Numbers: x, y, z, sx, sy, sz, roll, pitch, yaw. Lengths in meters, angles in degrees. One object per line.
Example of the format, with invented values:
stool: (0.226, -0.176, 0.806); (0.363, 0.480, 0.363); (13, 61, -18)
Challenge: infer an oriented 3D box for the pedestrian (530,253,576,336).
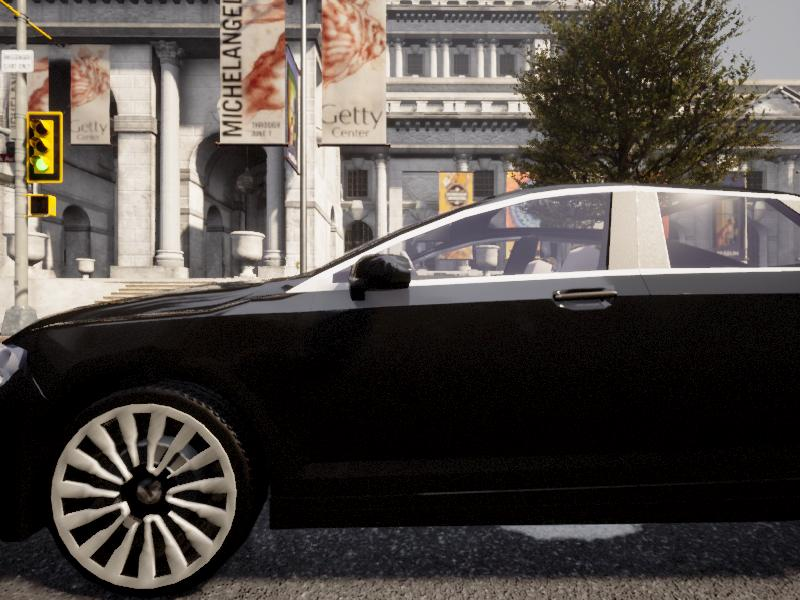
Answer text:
pedestrian: (3.564, -0.115, 9.389); (0.751, 1.860, 0.751); (0, 0, -7)

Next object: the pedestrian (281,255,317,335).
pedestrian: (-2.457, -0.115, 9.791); (0.751, 1.860, 0.751); (0, 0, -5)

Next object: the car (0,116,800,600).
car: (0.641, 0.236, 2.199); (4.902, 1.511, 2.128); (0, 0, 0)
